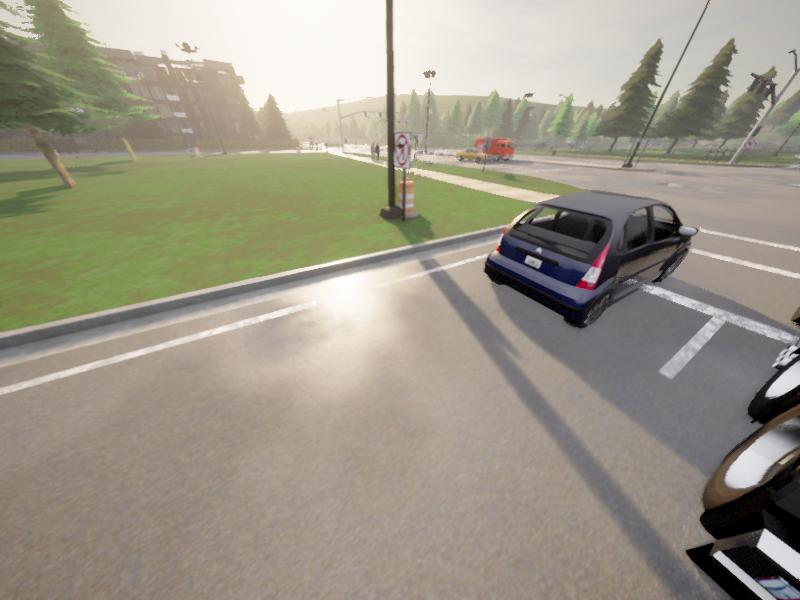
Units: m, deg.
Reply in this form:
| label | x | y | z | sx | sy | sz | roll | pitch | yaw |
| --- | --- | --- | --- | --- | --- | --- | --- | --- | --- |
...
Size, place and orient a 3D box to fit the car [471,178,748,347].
| label | x | y | z | sx | sy | sz | roll | pitch | yaw |
| --- | --- | --- | --- | --- | --- | --- | --- | --- | --- |
| car | 3.558 | -1.043 | 4.124 | 3.988 | 1.617 | 1.851 | -18 | 39 | -24 |

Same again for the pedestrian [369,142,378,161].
| label | x | y | z | sx | sy | sz | roll | pitch | yaw |
| --- | --- | --- | --- | --- | --- | --- | --- | --- | --- |
| pedestrian | -3.094 | -17.274 | 26.839 | 0.751 | 1.860 | 0.751 | -14 | 37 | -20 |

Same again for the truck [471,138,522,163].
| label | x | y | z | sx | sy | sz | roll | pitch | yaw |
| --- | --- | --- | --- | --- | --- | --- | --- | --- | --- |
| truck | 12.091 | -19.243 | 29.583 | 2.627 | 2.467 | 5.204 | -17 | 38 | -24 |

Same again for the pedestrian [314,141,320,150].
| label | x | y | z | sx | sy | sz | roll | pitch | yaw |
| --- | --- | --- | --- | --- | --- | --- | --- | --- | --- |
| pedestrian | -19.256 | -35.832 | 53.607 | 0.751 | 1.860 | 0.751 | -16 | 38 | -22 |

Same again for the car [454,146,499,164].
| label | x | y | z | sx | sy | sz | roll | pitch | yaw |
| --- | --- | --- | --- | --- | --- | --- | --- | --- | --- |
| car | 9.141 | -17.807 | 28.265 | 1.801 | 1.575 | 5.366 | -17 | 39 | -24 |

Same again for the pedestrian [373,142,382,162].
| label | x | y | z | sx | sy | sz | roll | pitch | yaw |
| --- | --- | --- | --- | --- | --- | --- | --- | --- | --- |
| pedestrian | -2.444 | -16.189 | 25.286 | 0.751 | 1.860 | 0.751 | -12 | 37 | -17 |

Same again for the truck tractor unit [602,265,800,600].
| label | x | y | z | sx | sy | sz | roll | pitch | yaw |
| --- | --- | --- | --- | --- | --- | --- | --- | --- | --- |
| truck tractor unit | 5.114 | -0.297 | 0.781 | 6.516 | 4.208 | 3.053 | -18 | 39 | -24 |
